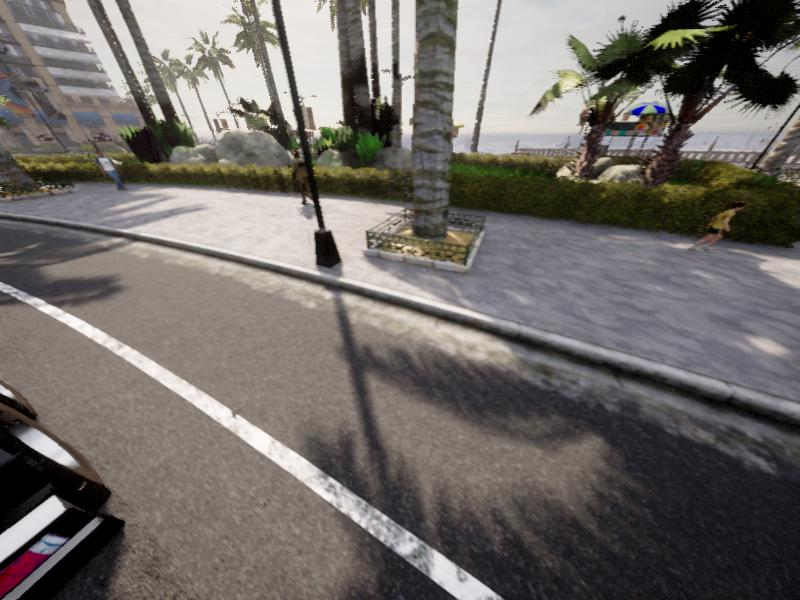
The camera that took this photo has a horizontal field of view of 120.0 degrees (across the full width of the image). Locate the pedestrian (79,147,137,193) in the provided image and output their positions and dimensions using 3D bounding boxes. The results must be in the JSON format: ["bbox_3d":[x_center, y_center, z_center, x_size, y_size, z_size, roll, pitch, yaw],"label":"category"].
[{"bbox_3d":[-14.027,-6.277,11.167,0.751,1.860,0.751,11,37,16],"label":"pedestrian"}]

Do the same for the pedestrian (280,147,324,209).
[{"bbox_3d":[-3.478,-4.382,8.321,0.751,1.860,0.751,19,40,26],"label":"pedestrian"}]

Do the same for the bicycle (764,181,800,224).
[{"bbox_3d":[11.828,-2.583,6.332,1.643,1.024,0.373,25,43,32],"label":"bicycle"}]

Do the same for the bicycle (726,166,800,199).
[{"bbox_3d":[15.052,-4.827,9.474,1.643,1.024,0.373,25,43,32],"label":"bicycle"}]

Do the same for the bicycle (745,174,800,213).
[{"bbox_3d":[13.118,-3.481,7.589,1.643,1.024,0.373,25,43,32],"label":"bicycle"}]

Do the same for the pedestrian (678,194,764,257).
[{"bbox_3d":[6.583,-1.551,4.812,0.500,1.100,0.500,22,41,28],"label":"pedestrian"}]

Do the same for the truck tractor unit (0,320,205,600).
[{"bbox_3d":[-5.210,-0.186,0.633,6.516,4.208,3.053,14,38,20],"label":"truck tractor unit"}]
